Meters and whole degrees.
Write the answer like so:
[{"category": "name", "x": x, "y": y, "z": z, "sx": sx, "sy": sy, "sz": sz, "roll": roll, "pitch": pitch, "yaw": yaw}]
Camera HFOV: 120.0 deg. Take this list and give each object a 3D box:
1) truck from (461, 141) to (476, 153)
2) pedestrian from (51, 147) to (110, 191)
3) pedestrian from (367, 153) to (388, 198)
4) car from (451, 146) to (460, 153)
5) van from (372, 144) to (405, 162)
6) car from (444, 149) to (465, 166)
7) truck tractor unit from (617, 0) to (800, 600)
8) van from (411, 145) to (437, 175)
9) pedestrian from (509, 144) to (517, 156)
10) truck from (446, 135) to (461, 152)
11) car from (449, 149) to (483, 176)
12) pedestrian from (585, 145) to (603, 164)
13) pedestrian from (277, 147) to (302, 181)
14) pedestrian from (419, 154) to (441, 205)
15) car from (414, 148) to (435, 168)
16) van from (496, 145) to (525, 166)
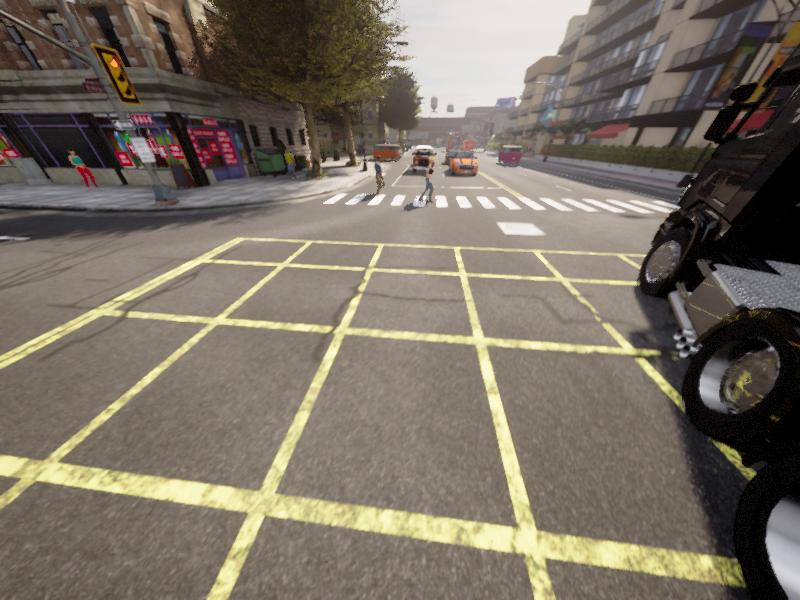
[{"category": "truck", "x": 17.647, "y": -39.619, "z": 59.833, "sx": 2.627, "sy": 2.467, "sz": 5.204, "roll": 4, "pitch": 35, "yaw": 5}, {"category": "pedestrian", "x": -16.168, "y": -6.666, "z": 11.757, "sx": 0.751, "sy": 1.860, "sz": 0.751, "roll": 5, "pitch": 35, "yaw": 6}, {"category": "pedestrian", "x": -1.055, "y": -6.041, "z": 11.219, "sx": 0.751, "sy": 1.860, "sz": 0.751, "roll": 6, "pitch": 35, "yaw": 8}, {"category": "car", "x": 13.838, "y": -37.687, "z": 57.802, "sx": 1.789, "sy": 1.549, "sz": 3.705, "roll": 4, "pitch": 35, "yaw": 5}, {"category": "van", "x": -1.612, "y": -21.010, "z": 32.984, "sx": 4.442, "sy": 1.987, "sz": 1.775, "roll": 21, "pitch": 39, "yaw": 27}, {"category": "car", "x": 6.621, "y": -17.606, "z": 28.505, "sx": 1.837, "sy": 1.490, "sz": 4.892, "roll": 4, "pitch": 35, "yaw": 5}, {"category": "truck tractor unit", "x": 4.558, "y": -0.640, "z": 1.305, "sx": 3.053, "sy": 4.208, "sz": 6.516, "roll": 23, "pitch": 40, "yaw": 27}, {"category": "van", "x": 2.188, "y": -12.882, "z": 21.104, "sx": 2.069, "sy": 2.038, "sz": 4.480, "roll": 3, "pitch": 35, "yaw": 5}, {"category": "pedestrian", "x": 20.830, "y": -27.580, "z": 42.521, "sx": 0.751, "sy": 1.860, "sz": 0.751, "roll": 2, "pitch": 34, "yaw": 3}, {"category": "truck", "x": 14.771, "y": -43.638, "z": 64.474, "sx": 2.891, "sy": 3.827, "sz": 8.468, "roll": 4, "pitch": 35, "yaw": 5}, {"category": "car", "x": 5.586, "y": -12.114, "z": 20.225, "sx": 2.097, "sy": 1.767, "sz": 4.553, "roll": 4, "pitch": 35, "yaw": 5}, {"category": "pedestrian", "x": 23.112, "y": -17.327, "z": 27.580, "sx": 0.751, "sy": 1.860, "sz": 0.751, "roll": 4, "pitch": 35, "yaw": 5}, {"category": "pedestrian", "x": -7.099, "y": -8.775, "z": 14.896, "sx": 0.751, "sy": 1.860, "sz": 0.751, "roll": 3, "pitch": 35, "yaw": 4}, {"category": "pedestrian", "x": 1.270, "y": -5.174, "z": 9.970, "sx": 0.751, "sy": 1.860, "sz": 0.751, "roll": 4, "pitch": 35, "yaw": 5}, {"category": "car", "x": 2.911, "y": -16.615, "z": 26.924, "sx": 2.152, "sy": 1.651, "sz": 5.027, "roll": 4, "pitch": 35, "yaw": 5}, {"category": "van", "x": 13.748, "y": -18.264, "z": 29.083, "sx": 1.775, "sy": 1.987, "sz": 4.442, "roll": 4, "pitch": 35, "yaw": 5}]
